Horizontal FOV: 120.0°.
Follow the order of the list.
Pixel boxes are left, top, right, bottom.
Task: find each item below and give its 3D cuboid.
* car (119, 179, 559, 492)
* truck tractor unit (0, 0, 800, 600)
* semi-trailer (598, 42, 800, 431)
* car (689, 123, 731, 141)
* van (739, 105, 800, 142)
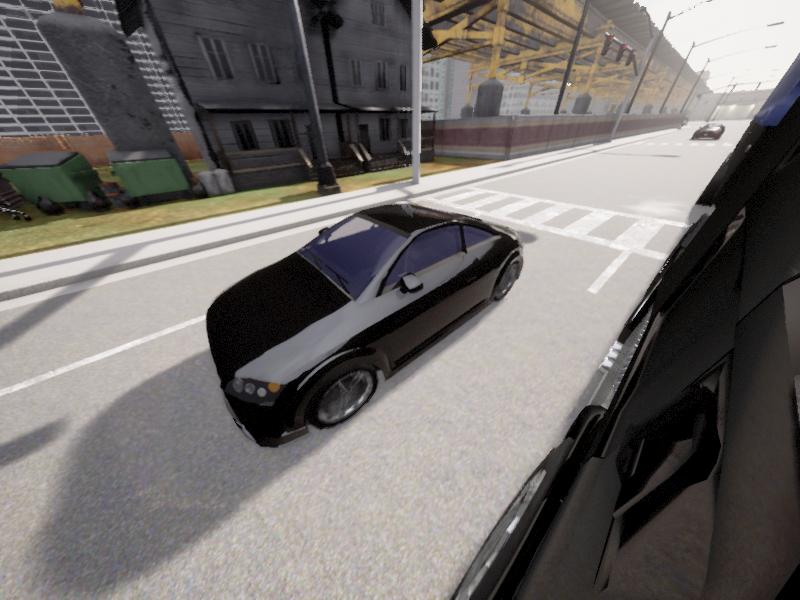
[{"bbox_3d":[-0.142,-0.383,3.008,4.181,1.385,1.994,-28,44,-30],"label":"car"},{"bbox_3d":[2.645,-0.295,0.351,6.516,4.208,3.053,-28,44,-30],"label":"truck tractor unit"},{"bbox_3d":[8.702,-3.582,4.252,14.254,4.402,2.717,-28,44,-30],"label":"semi-trailer"},{"bbox_3d":[33.724,-18.331,25.138,4.181,1.385,1.994,-27,43,-29],"label":"car"},{"bbox_3d":[35.689,-17.122,22.442,5.915,2.561,1.988,-28,44,-30],"label":"van"}]
